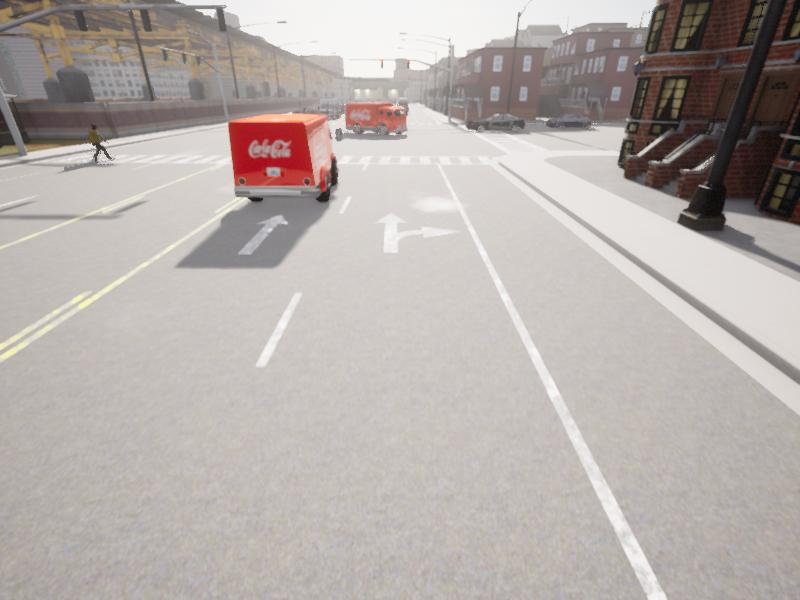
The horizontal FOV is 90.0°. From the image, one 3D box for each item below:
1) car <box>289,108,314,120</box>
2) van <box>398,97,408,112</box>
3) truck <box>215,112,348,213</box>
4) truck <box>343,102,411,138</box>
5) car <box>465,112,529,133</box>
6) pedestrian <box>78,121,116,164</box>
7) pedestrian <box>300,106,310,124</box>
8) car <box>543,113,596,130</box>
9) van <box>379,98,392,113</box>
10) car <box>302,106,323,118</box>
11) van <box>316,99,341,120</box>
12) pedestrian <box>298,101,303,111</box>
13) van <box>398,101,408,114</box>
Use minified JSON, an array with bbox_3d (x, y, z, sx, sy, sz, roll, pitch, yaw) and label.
[{"bbox_3d":[-13.567,-25.830,55.479,2.033,1.411,5.357,0,27,0],"label":"car"},{"bbox_3d":[0.651,-40.096,82.066,1.988,2.561,5.915,0,27,1],"label":"van"},{"bbox_3d":[-3.467,-4.792,13.283,2.627,2.467,5.204,0,27,1],"label":"truck"},{"bbox_3d":[-1.918,-15.144,33.474,5.204,2.467,2.627,20,34,33],"label":"truck"},{"bbox_3d":[8.771,-16.209,36.471,5.238,1.638,1.930,-1,27,-2],"label":"car"},{"bbox_3d":[-14.708,-7.657,19.469,0.751,1.860,0.751,-5,28,-9],"label":"pedestrian"},{"bbox_3d":[-11.065,-21.493,46.459,0.751,1.860,0.751,2,27,4],"label":"pedestrian"},{"bbox_3d":[16.745,-17.724,39.736,4.181,1.385,1.994,0,27,0],"label":"car"},{"bbox_3d":[-2.855,-38.860,79.774,2.351,2.431,6.366,0,27,0],"label":"van"},{"bbox_3d":[-13.511,-29.275,62.199,2.033,1.411,5.357,0,27,0],"label":"car"},{"bbox_3d":[-10.052,-27.135,56.896,2.351,2.431,6.366,0,27,0],"label":"van"},{"bbox_3d":[-19.475,-37.996,78.303,0.751,1.860,0.751,-1,27,-1],"label":"pedestrian"},{"bbox_3d":[0.565,-34.249,71.269,1.775,1.987,4.442,0,27,0],"label":"van"}]
